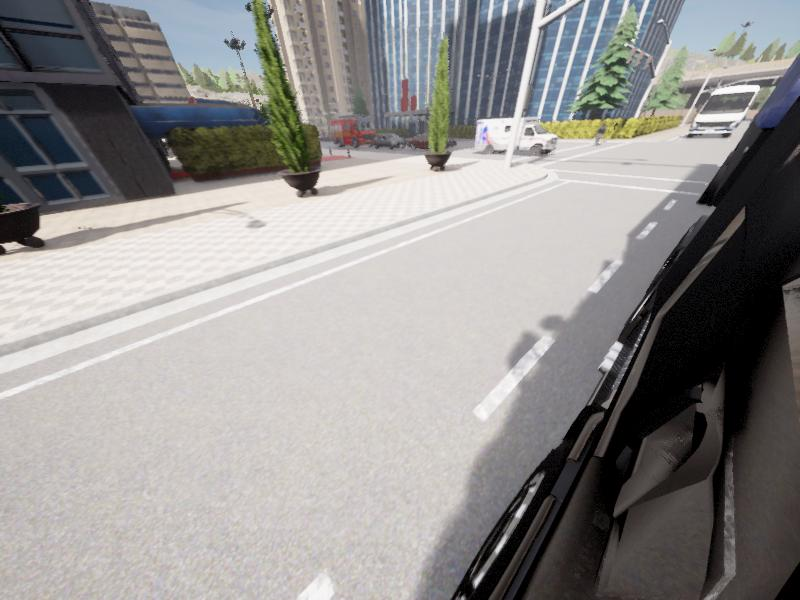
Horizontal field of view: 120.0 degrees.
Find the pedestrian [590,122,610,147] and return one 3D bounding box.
[{"bbox_3d":[18.873,-15.646,21.819,0.751,1.860,0.751,17,41,24],"label":"pedestrian"}]

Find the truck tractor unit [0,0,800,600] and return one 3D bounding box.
[{"bbox_3d":[2.645,-0.295,0.351,6.516,4.208,3.053,-28,44,-30],"label":"truck tractor unit"}]

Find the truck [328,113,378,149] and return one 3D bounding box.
[{"bbox_3d":[-6.954,-24.722,33.963,2.891,3.827,8.468,-28,44,-29],"label":"truck"}]

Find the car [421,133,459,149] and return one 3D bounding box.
[{"bbox_3d":[4.740,-19.062,27.719,1.994,1.385,4.181,-28,44,-30],"label":"car"}]

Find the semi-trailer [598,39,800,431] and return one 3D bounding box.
[{"bbox_3d":[8.701,-3.600,4.233,14.254,4.402,2.717,-28,44,-30],"label":"semi-trailer"}]

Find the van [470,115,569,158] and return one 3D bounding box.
[{"bbox_3d":[9.245,-13.204,18.716,2.351,2.431,6.366,-29,44,-30],"label":"van"}]

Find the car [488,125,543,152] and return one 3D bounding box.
[{"bbox_3d":[10.761,-15.200,21.744,1.905,1.878,3.866,-28,43,-30],"label":"car"}]

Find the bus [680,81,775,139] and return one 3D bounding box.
[{"bbox_3d":[36.060,-20.721,25.585,10.273,4.253,3.944,-28,44,-30],"label":"bus"}]

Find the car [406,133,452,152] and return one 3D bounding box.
[{"bbox_3d":[3.016,-17.055,24.999,1.882,1.535,5.008,-28,44,-30],"label":"car"}]

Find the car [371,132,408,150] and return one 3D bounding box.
[{"bbox_3d":[-1.391,-20.086,29.218,2.242,1.667,4.611,-28,44,-30],"label":"car"}]

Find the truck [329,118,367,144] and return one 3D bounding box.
[{"bbox_3d":[-10.411,-33.488,45.914,2.891,3.827,8.468,-28,44,-30],"label":"truck"}]

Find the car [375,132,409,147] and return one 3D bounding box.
[{"bbox_3d":[-1.162,-23.153,33.334,1.930,1.638,5.238,-28,44,-30],"label":"car"}]
